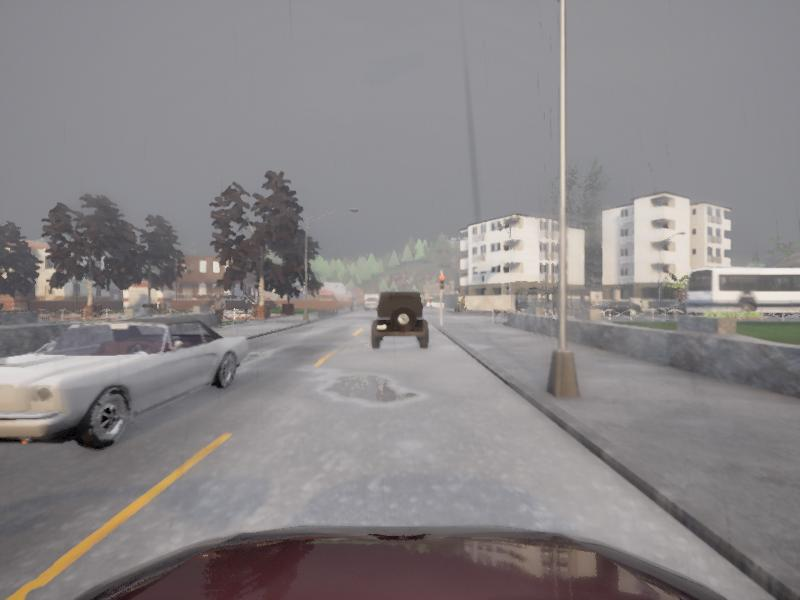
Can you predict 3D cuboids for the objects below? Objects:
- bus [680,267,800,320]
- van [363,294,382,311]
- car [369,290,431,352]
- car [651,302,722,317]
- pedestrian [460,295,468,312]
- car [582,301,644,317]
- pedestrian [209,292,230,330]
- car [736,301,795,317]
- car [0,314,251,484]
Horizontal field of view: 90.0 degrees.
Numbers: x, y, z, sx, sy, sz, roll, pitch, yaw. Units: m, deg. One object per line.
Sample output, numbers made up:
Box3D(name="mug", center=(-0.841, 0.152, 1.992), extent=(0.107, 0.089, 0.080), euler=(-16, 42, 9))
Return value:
Box3D(name="bus", center=(30.508, -0.547, 34.185), extent=(10.273, 4.253, 3.944), euler=(0, 0, 1))
Box3D(name="van", center=(-4.002, 0.359, 58.733), extent=(2.351, 2.431, 6.366), euler=(0, 0, 0))
Box3D(name="car", center=(0.002, 0.641, 14.119), extent=(1.905, 1.878, 3.866), euler=(0, 0, 0))
Box3D(name="car", center=(27.162, 0.882, 38.058), extent=(5.357, 1.411, 2.033), euler=(0, 0, 0))
Box3D(name="pedestrian", center=(7.022, 0.402, 44.070), extent=(0.751, 1.860, 0.751), euler=(0, 0, 0))
Box3D(name="car", center=(20.148, 0.832, 37.943), extent=(4.892, 1.490, 1.837), euler=(0, 0, 1))
Box3D(name="pedestrian", center=(-9.054, 0.526, 20.061), extent=(0.751, 1.860, 0.751), euler=(0, 0, -2))
Box3D(name="car", center=(34.720, 0.840, 38.055), extent=(3.806, 1.475, 1.970), euler=(0, 0, 0))
Box3D(name="car", center=(-4.000, 0.942, 5.827), extent=(1.895, 1.301, 4.718), euler=(0, 0, 0))
